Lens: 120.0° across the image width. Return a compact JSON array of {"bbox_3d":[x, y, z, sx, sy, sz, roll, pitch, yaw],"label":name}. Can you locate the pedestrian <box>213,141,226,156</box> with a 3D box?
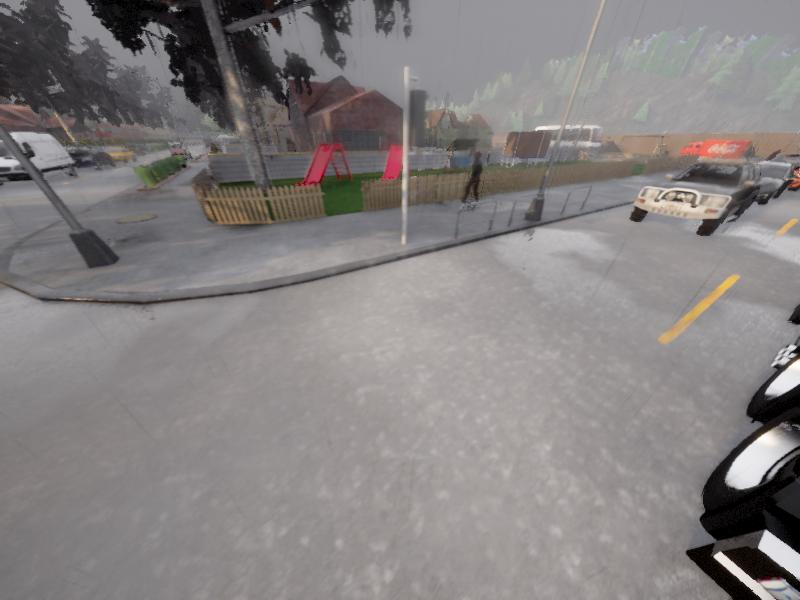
[{"bbox_3d":[-25.901,-21.747,33.182,0.751,1.860,0.751,-26,43,-32],"label":"pedestrian"}]

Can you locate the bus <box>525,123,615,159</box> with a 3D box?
[{"bbox_3d":[26.816,-25.709,37.490,3.944,4.253,10.273,-18,39,-24],"label":"bus"}]

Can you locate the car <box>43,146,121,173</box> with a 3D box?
[{"bbox_3d":[-26.919,-12.201,19.881,2.152,1.651,5.027,-18,39,-24],"label":"car"}]

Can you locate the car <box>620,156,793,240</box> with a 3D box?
[{"bbox_3d":[9.888,-3.529,7.530,4.605,1.855,1.932,-18,39,-25],"label":"car"}]

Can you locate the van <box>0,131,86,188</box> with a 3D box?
[{"bbox_3d":[-23.088,-8.767,14.187,1.988,2.561,5.915,-18,39,-24],"label":"van"}]

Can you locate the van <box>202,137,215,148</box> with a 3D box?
[{"bbox_3d":[-57.595,-47.583,69.630,1.988,2.561,5.915,-18,39,-24],"label":"van"}]

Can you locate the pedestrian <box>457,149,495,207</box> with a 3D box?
[{"bbox_3d":[2.907,-4.743,9.001,0.751,1.860,0.751,-18,39,-24],"label":"pedestrian"}]

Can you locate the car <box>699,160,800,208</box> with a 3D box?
[{"bbox_3d":[16.887,-5.651,10.977,4.892,1.490,1.837,-18,39,-24],"label":"car"}]

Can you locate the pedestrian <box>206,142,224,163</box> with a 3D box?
[{"bbox_3d":[-19.165,-15.294,23.966,0.751,1.860,0.751,-18,39,-25],"label":"pedestrian"}]

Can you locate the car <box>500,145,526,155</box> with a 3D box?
[{"bbox_3d":[21.951,-29.258,44.979,1.816,1.474,4.193,-18,39,-24],"label":"car"}]

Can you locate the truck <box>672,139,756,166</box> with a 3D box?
[{"bbox_3d":[38.118,-18.163,28.334,2.627,2.467,5.204,-18,40,-24],"label":"truck"}]

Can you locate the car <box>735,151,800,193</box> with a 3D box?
[{"bbox_3d":[22.881,-7.712,13.732,4.553,1.767,2.097,-18,39,-24],"label":"car"}]

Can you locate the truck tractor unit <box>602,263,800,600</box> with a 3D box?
[{"bbox_3d":[5.111,-0.301,0.784,6.516,4.208,3.053,-18,39,-24],"label":"truck tractor unit"}]

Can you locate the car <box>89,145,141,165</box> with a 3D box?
[{"bbox_3d":[-30.516,-15.747,24.984,1.801,1.575,5.366,-18,39,-24],"label":"car"}]
